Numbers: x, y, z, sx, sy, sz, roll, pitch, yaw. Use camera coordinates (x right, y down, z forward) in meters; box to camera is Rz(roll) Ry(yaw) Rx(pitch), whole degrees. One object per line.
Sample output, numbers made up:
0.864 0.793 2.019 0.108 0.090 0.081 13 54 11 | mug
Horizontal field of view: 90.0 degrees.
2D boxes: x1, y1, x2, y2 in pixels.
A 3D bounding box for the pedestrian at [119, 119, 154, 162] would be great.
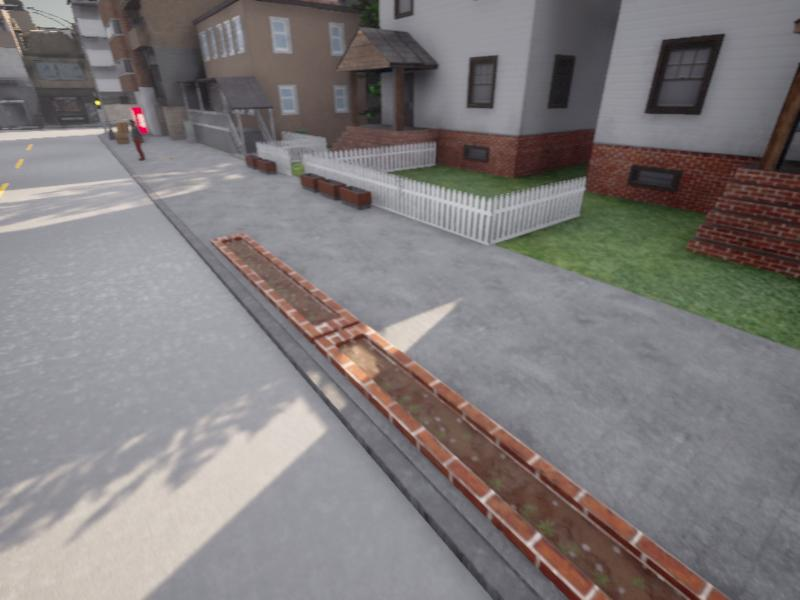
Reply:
-12.798 -7.763 19.440 0.751 1.860 0.751 19 33 32 | pedestrian
